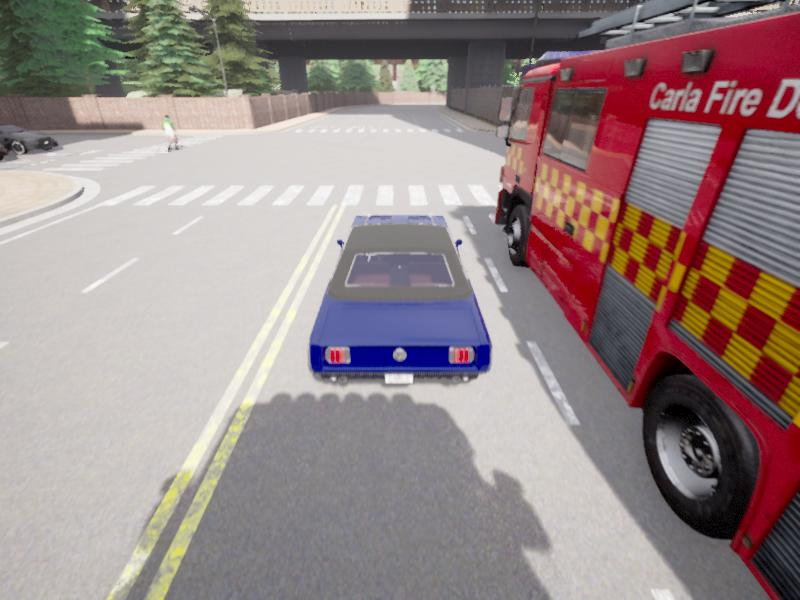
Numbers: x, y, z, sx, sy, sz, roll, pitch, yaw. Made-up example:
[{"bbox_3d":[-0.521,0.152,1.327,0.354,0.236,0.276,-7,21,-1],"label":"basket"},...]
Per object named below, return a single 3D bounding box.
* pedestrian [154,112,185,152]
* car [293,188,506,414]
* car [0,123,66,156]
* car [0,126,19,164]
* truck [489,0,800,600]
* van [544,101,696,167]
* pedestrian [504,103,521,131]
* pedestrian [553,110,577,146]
[{"bbox_3d":[-12.197,-8.912,21.222,0.751,1.860,0.751,3,28,6],"label":"pedestrian"},{"bbox_3d":[-0.006,-0.490,5.946,1.895,1.301,4.718,0,28,0],"label":"car"},{"bbox_3d":[-20.452,-8.363,20.764,4.181,1.385,1.994,-1,28,-1],"label":"car"},{"bbox_3d":[-20.022,-6.792,17.657,4.193,1.474,1.816,0,28,-1],"label":"car"},{"bbox_3d":[3.499,-1.186,4.544,2.891,3.827,8.468,0,28,0],"label":"truck"},{"bbox_3d":[9.952,-7.557,18.134,6.366,2.431,2.351,-12,27,-25],"label":"van"},{"bbox_3d":[8.705,-14.172,30.973,0.751,1.860,0.751,-16,31,-27],"label":"pedestrian"},{"bbox_3d":[9.512,-9.903,23.095,0.751,1.860,0.751,2,28,4],"label":"pedestrian"}]
